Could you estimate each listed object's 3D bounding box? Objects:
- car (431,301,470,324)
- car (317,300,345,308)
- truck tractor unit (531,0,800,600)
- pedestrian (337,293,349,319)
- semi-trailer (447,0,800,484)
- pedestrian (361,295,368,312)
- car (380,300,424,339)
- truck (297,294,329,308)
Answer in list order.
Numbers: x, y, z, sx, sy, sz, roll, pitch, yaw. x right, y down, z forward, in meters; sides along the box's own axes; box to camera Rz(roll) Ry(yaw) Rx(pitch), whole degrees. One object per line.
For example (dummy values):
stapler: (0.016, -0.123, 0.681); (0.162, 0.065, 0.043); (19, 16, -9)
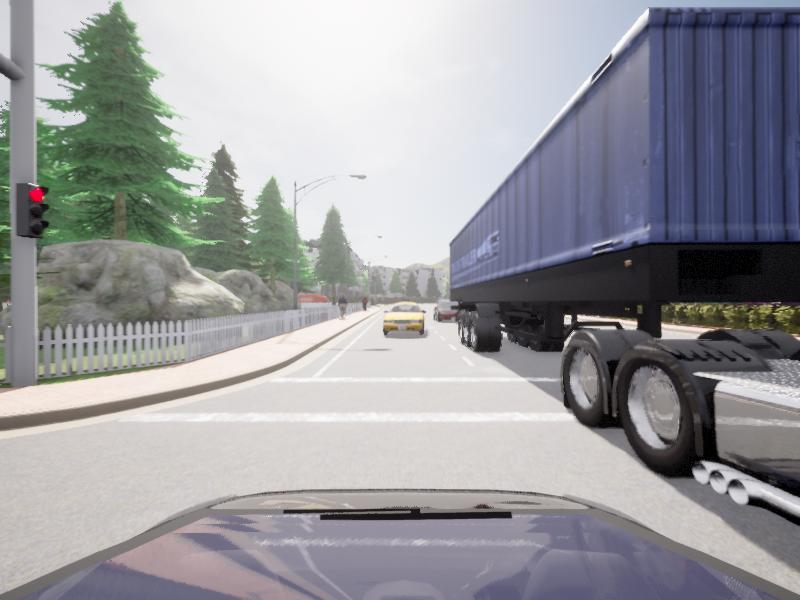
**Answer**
car: (3.497, 0.792, 28.454); (2.163, 1.488, 4.792); (0, 0, 0)
car: (-13.135, 0.712, 75.917); (4.902, 1.511, 2.128); (0, 0, 2)
truck tractor unit: (3.481, -0.536, 2.651); (3.053, 4.208, 6.516); (0, 0, 0)
pedestrian: (-4.253, 0.443, 29.932); (0.751, 1.860, 0.751); (0, 0, 0)
semi-trailer: (3.455, -0.639, 10.564); (2.717, 4.402, 14.254); (0, 0, 0)
pedestrian: (-3.986, 0.408, 45.363); (0.751, 1.860, 0.751); (0, 0, 0)
car: (0.251, 0.772, 18.987); (1.801, 1.575, 5.366); (0, 0, 4)
truck: (-15.683, 0.247, 72.480); (5.204, 2.467, 2.627); (0, 0, 2)
